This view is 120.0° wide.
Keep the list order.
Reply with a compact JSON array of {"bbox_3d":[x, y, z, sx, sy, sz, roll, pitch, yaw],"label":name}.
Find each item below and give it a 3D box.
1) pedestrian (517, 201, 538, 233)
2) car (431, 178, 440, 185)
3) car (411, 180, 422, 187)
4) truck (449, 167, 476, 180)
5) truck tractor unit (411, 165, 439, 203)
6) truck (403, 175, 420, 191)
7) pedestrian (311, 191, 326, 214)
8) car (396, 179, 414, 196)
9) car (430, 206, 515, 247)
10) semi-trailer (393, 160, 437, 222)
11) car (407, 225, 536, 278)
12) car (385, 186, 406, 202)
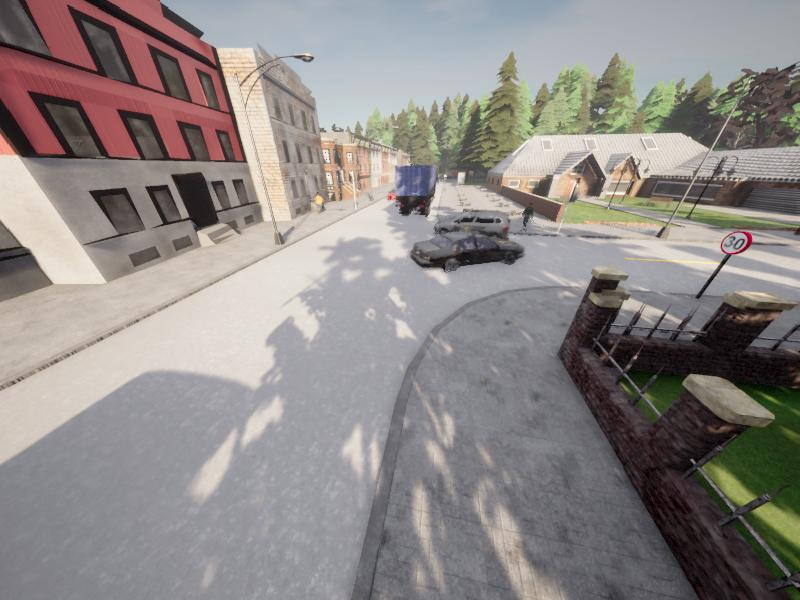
[{"bbox_3d":[8.614,-5.626,15.617,0.751,1.860,0.751,17,34,26],"label":"pedestrian"},{"bbox_3d":[9.266,-30.821,59.996,2.033,1.411,5.357,5,30,8],"label":"car"},{"bbox_3d":[3.796,-26.830,53.181,1.895,1.301,4.718,5,30,8],"label":"car"},{"bbox_3d":[22.232,-45.383,82.805,8.468,3.827,2.891,2,30,3],"label":"truck"},{"bbox_3d":[3.450,-15.748,31.055,3.053,4.208,6.516,5,31,8],"label":"truck tractor unit"},{"bbox_3d":[2.385,-23.415,46.091,2.627,2.467,5.204,5,30,9],"label":"truck"},{"bbox_3d":[-7.613,-9.142,21.724,0.751,1.860,0.751,6,31,10],"label":"pedestrian"},{"bbox_3d":[0.881,-19.039,38.936,2.150,2.045,5.566,5,30,9],"label":"car"},{"bbox_3d":[4.520,-4.765,14.585,4.611,1.667,2.242,12,32,20],"label":"car"},{"bbox_3d":[2.081,-11.933,24.256,2.717,4.402,14.254,5,30,9],"label":"semi-trailer"},{"bbox_3d":[3.206,-2.415,10.794,5.357,1.411,2.033,-9,31,-15],"label":"car"},{"bbox_3d":[-0.536,-14.777,32.073,2.007,1.525,4.514,5,30,9],"label":"car"}]
